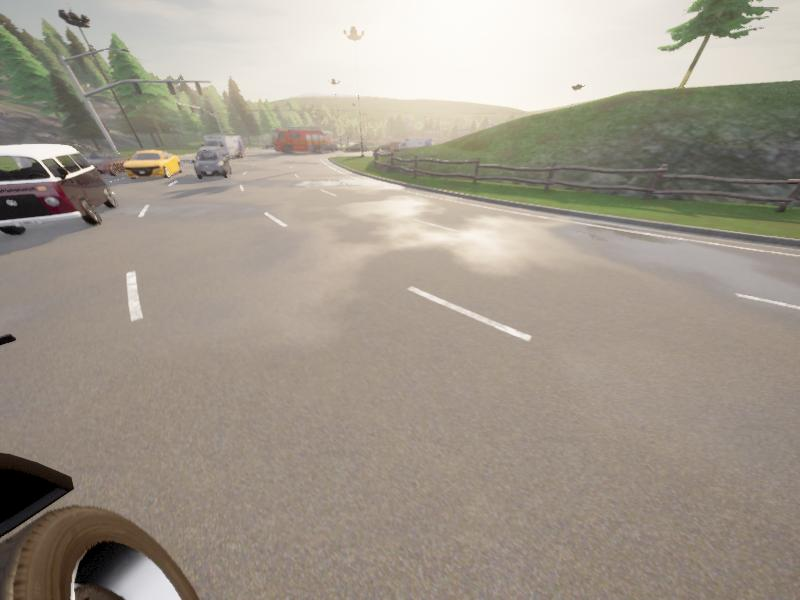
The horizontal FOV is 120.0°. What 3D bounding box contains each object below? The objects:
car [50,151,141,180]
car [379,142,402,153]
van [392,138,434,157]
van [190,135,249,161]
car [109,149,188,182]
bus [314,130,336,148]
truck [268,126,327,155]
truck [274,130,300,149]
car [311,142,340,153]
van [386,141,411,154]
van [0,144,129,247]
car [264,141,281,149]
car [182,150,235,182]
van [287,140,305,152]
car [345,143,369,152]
[{"bbox_3d":[-20.544,-9.377,15.928,1.994,1.385,4.181,-13,37,-19],"label":"car"},{"bbox_3d":[-1.996,-32.317,48.784,4.605,1.855,1.932,-2,35,-4],"label":"car"},{"bbox_3d":[1.977,-24.649,37.342,6.366,2.431,2.351,-2,35,-3],"label":"van"},{"bbox_3d":[-22.113,-18.998,28.810,2.351,2.431,6.366,-1,35,-1],"label":"van"},{"bbox_3d":[-16.605,-9.255,15.671,1.882,1.535,5.008,-14,38,-20],"label":"car"},{"bbox_3d":[-23.572,-51.187,73.478,3.944,4.253,10.273,-1,35,-3],"label":"bus"},{"bbox_3d":[-17.669,-27.970,40.566,8.468,3.827,2.891,-26,42,-32],"label":"truck"},{"bbox_3d":[-29.981,-42.923,61.864,2.891,3.827,8.468,-1,35,-3],"label":"truck"},{"bbox_3d":[-14.982,-30.789,46.593,5.027,1.651,2.152,-14,37,-20],"label":"car"},{"bbox_3d":[-0.277,-28.408,43.099,4.442,1.987,1.775,-1,35,-3],"label":"van"},{"bbox_3d":[-10.643,-3.422,6.941,2.069,2.038,4.480,-23,41,-29],"label":"van"},{"bbox_3d":[-33.347,-40.731,60.584,2.152,1.651,5.027,-2,35,-3],"label":"car"},{"bbox_3d":[-12.635,-9.100,15.522,1.845,1.501,3.633,-15,38,-21],"label":"car"},{"bbox_3d":[-20.853,-31.115,46.598,2.069,2.038,4.480,-5,35,-8],"label":"van"},{"bbox_3d":[-8.971,-31.837,48.325,4.792,1.488,2.163,-4,35,-6],"label":"car"}]
